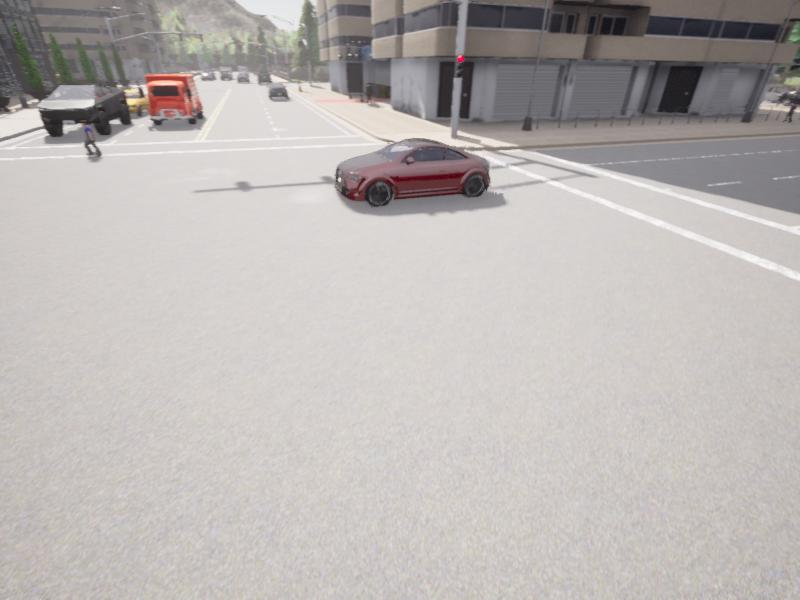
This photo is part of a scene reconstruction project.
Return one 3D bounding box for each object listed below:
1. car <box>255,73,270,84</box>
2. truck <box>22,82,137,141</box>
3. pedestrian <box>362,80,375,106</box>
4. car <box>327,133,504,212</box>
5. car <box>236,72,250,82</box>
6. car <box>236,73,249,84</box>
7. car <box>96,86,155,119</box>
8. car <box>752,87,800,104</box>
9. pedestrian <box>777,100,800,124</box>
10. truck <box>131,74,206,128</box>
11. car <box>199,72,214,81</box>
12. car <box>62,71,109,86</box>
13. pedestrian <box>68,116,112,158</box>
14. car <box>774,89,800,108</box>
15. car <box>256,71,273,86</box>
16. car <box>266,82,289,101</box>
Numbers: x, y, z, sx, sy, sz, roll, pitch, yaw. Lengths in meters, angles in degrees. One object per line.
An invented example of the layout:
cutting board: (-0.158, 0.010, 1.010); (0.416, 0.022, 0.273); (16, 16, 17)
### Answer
car: (-25.591, -41.252, 74.525); (2.242, 1.667, 4.611); (-9, 32, -16)
truck: (-15.676, -9.687, 20.155); (2.390, 2.098, 6.274); (-9, 32, -16)
pedestrian: (-2.560, -16.979, 32.860); (0.751, 1.860, 0.751); (-15, 34, -25)
car: (0.354, -3.543, 10.762); (4.181, 1.385, 1.994); (-9, 32, -17)
car: (-31.949, -45.351, 81.383); (2.242, 1.667, 4.611); (-9, 32, -16)
car: (-29.005, -40.900, 73.780); (2.038, 1.542, 4.974); (-9, 32, -16)
car: (-18.108, -13.245, 26.702); (1.801, 1.575, 5.366); (-9, 32, -16)
car: (41.851, -22.662, 44.281); (1.845, 1.501, 3.633); (-9, 32, -17)
pedestrian: (25.451, -12.213, 25.967); (0.751, 1.300, 0.751); (-9, 32, -16)
truck: (-13.272, -11.788, 23.446); (2.627, 2.467, 5.204); (-9, 32, -16)
car: (-39.279, -45.331, 81.223); (2.163, 1.488, 4.792); (-9, 32, -16)
car: (-44.996, -31.740, 57.383); (4.553, 1.767, 2.097); (-9, 32, -16)
pedestrian: (-11.246, -5.924, 14.566); (0.751, 1.300, 0.751); (-9, 32, -17)
car: (40.184, -19.657, 39.133); (1.837, 1.490, 4.892); (-9, 31, -16)
car: (-22.969, -37.516, 67.635); (2.150, 2.045, 5.566); (-9, 32, -16)
car: (-12.552, -21.382, 40.914); (1.812, 1.442, 4.674); (-9, 31, -16)
